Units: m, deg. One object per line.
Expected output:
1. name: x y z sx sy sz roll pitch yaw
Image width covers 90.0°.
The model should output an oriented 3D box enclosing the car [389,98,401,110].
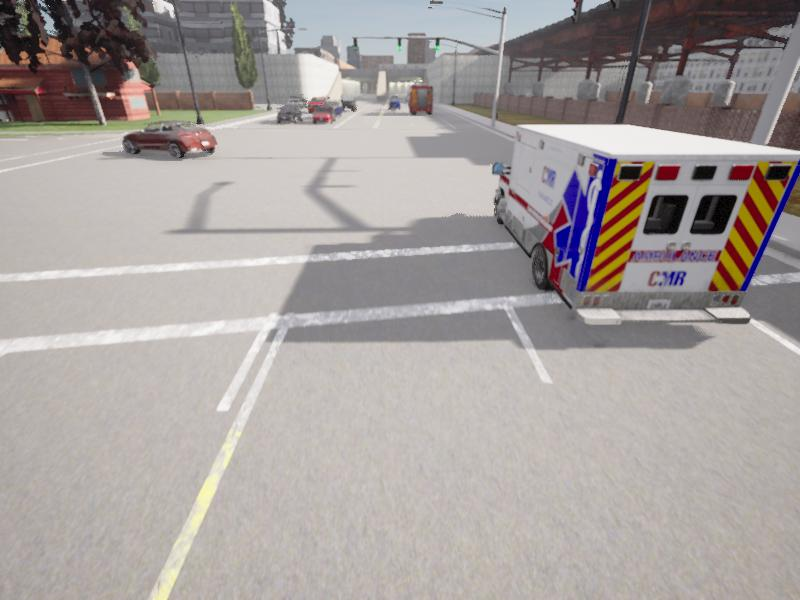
1. car: -0.866 -32.229 65.754 1.882 1.535 5.008 0 28 -1

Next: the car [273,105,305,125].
1. car: -11.014 -18.582 40.066 1.837 1.490 4.892 0 28 -1

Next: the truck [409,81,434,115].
1. truck: 2.786 -27.578 54.557 2.891 3.827 8.468 0 28 -1

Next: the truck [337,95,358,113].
1. truck: -7.544 -28.452 58.023 2.390 2.098 6.274 -1 28 -1

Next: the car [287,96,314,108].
1. car: -16.865 -33.709 68.136 3.866 1.878 1.905 0 28 0

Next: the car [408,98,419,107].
1. car: 2.527 -36.333 73.591 1.812 1.442 4.674 0 28 -1

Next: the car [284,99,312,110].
1. car: -16.564 -31.872 65.116 3.806 1.475 1.970 1 28 2

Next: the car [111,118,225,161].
1. car: -11.896 -8.357 20.629 5.027 1.651 2.152 12 30 21

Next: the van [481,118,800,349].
1. van: 3.432 -1.914 7.587 2.351 2.431 6.366 0 28 -1

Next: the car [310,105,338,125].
1. car: -7.510 -18.506 39.896 2.007 1.525 4.514 0 28 -1

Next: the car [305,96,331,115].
1. car: -11.026 -26.504 54.407 2.150 2.045 5.566 1 28 1

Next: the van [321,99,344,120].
1. van: -7.585 -21.569 45.171 1.775 1.987 4.442 0 28 -1
